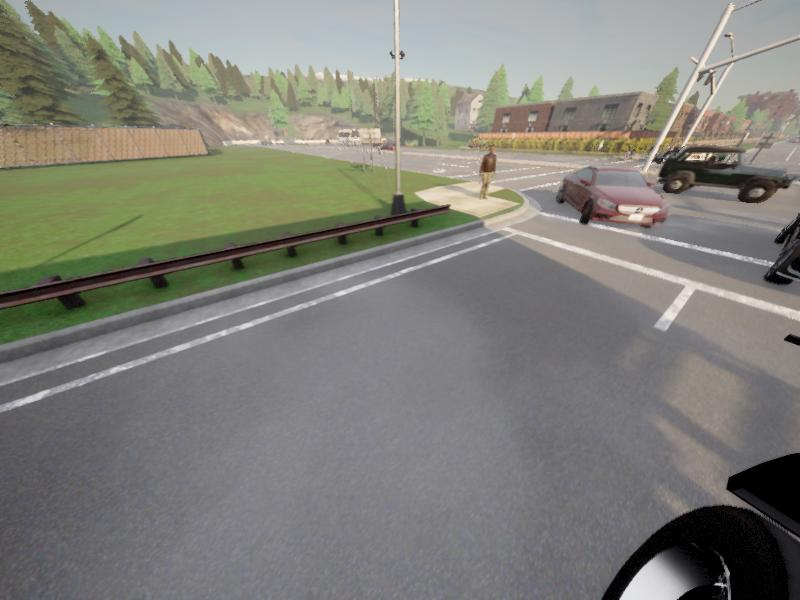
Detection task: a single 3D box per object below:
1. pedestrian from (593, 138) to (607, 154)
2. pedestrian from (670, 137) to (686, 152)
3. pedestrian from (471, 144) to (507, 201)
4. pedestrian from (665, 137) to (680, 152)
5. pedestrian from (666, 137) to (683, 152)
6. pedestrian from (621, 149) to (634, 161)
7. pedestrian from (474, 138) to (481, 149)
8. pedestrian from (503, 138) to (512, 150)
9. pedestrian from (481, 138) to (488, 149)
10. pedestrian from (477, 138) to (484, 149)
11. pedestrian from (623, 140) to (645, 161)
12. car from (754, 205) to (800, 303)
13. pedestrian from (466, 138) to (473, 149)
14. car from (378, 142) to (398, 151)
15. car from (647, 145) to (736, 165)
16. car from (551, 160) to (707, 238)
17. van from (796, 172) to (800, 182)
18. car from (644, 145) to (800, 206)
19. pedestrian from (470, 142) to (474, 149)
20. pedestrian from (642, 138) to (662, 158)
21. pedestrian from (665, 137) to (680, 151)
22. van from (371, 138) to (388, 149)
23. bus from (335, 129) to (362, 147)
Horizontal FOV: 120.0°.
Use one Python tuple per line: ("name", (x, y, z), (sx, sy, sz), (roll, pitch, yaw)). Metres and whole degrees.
("pedestrian", (28.323, -21.829, 32.731), (0.751, 1.860, 0.751), (-22, 41, -28))
("pedestrian", (44.287, -24.774, 36.786), (0.751, 1.860, 0.751), (18, 39, 24))
("pedestrian", (3.383, -4.921, 8.941), (0.751, 1.860, 0.751), (-1, 35, 0))
("pedestrian", (43.577, -24.870, 36.929), (0.751, 1.860, 0.751), (-25, 42, -30))
("pedestrian", (41.513, -23.476, 34.966), (0.751, 1.860, 0.751), (-19, 39, -24))
("pedestrian", (24.558, -15.669, 24.947), (0.500, 1.100, 0.500), (-22, 41, -28))
("pedestrian", (15.765, -31.937, 47.163), (0.751, 1.860, 0.751), (-20, 40, -26))
("pedestrian", (19.830, -28.831, 42.727), (0.751, 1.860, 0.751), (-22, 41, -28))
("pedestrian", (16.907, -31.207, 46.119), (0.751, 1.860, 0.751), (2, 35, 4))
("pedestrian", (16.290, -31.805, 46.973), (0.751, 1.860, 0.751), (-28, 44, -33))
("pedestrian", (25.586, -16.360, 25.273), (0.751, 1.860, 0.751), (-18, 39, -24))
("car", (8.993, -1.173, 4.096), (5.027, 1.651, 2.152), (-22, 41, -28))
("pedestrian", (14.648, -33.056, 48.760), (0.751, 1.860, 0.751), (-17, 39, -22))
("car", (-2.449, -30.912, 46.582), (1.994, 1.385, 4.181), (-22, 40, -27))
("car", (27.905, -14.103, 22.369), (4.974, 1.542, 2.038), (7, 36, 10))
("car", (6.980, -3.722, 7.881), (1.812, 1.442, 4.674), (10, 36, 13))
("van", (25.693, -8.119, 13.504), (4.442, 1.987, 1.775), (-22, 41, -28))
("car", (14.023, -5.589, 10.090), (1.905, 1.878, 3.866), (-22, 40, -27))
("pedestrian", (15.099, -32.324, 48.377), (0.500, 1.100, 0.500), (-24, 42, -30))
("pedestrian", (28.627, -17.305, 26.260), (0.751, 1.860, 0.751), (-22, 41, -28))
("pedestrian", (44.290, -25.299, 37.531), (0.751, 1.860, 0.751), (-24, 42, -30))
("van", (-4.853, -36.784, 54.346), (2.069, 2.038, 4.480), (-22, 40, -27))
("bus", (-16.099, -50.593, 72.099), (3.944, 4.253, 10.273), (-21, 40, -27))
